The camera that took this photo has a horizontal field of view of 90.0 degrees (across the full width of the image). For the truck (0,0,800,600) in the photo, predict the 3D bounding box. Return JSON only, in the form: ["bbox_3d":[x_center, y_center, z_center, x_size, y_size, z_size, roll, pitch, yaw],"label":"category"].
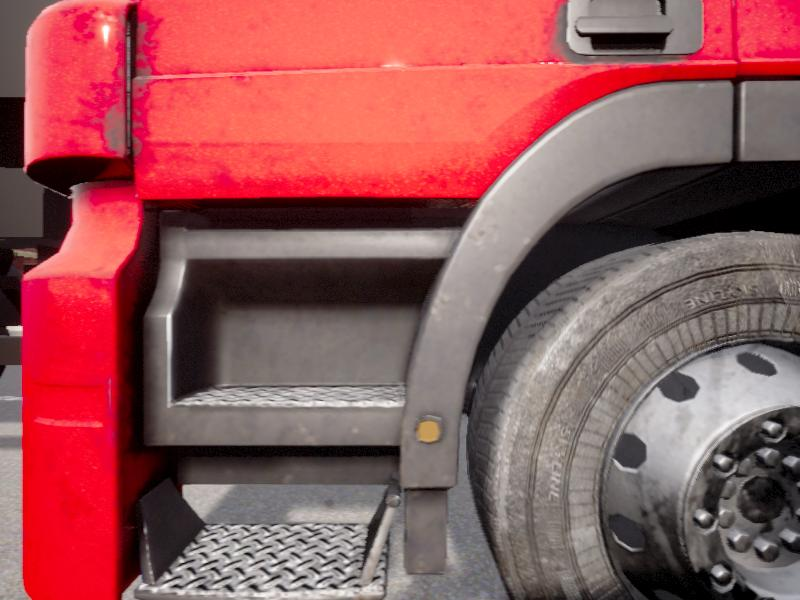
[{"bbox_3d":[3.334,-0.913,2.180,8.468,3.827,2.891,0,0,0],"label":"truck"}]

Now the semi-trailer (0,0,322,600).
[{"bbox_3d":[-7.846,-1.223,2.304,14.254,4.402,2.717,0,0,0],"label":"semi-trailer"}]
